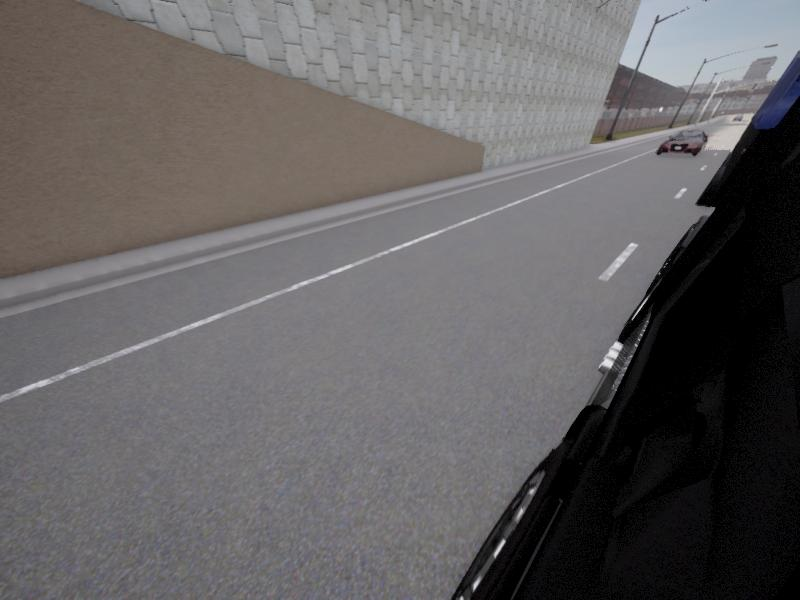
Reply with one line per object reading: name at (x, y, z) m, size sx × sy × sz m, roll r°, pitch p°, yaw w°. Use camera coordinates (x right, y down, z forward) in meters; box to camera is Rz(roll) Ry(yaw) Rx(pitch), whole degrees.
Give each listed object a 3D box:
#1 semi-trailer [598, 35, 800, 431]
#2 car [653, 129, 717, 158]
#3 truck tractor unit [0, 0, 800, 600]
semi-trailer at (8.689, -3.599, 4.256) m, size 14.254 × 4.402 × 2.717 m, roll -28°, pitch 43°, yaw -30°
car at (19.617, -10.839, 15.909) m, size 4.181 × 1.385 × 1.994 m, roll -28°, pitch 43°, yaw -30°
truck tractor unit at (2.645, -0.295, 0.352) m, size 6.516 × 4.208 × 3.053 m, roll -28°, pitch 44°, yaw -30°
